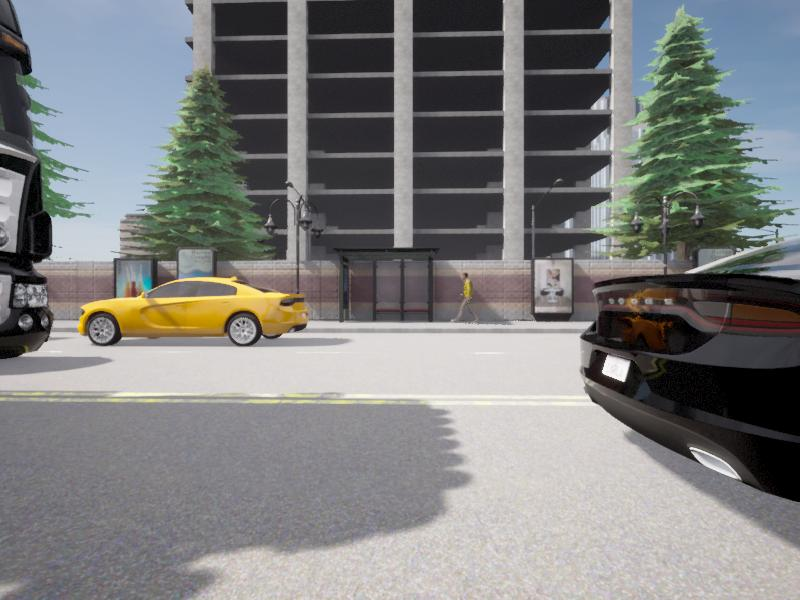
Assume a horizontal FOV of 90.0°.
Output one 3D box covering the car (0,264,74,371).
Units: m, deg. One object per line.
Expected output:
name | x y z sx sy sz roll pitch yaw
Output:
car | -8.035 0.245 5.980 4.892 1.490 1.837 0 0 2

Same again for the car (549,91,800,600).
car | 3.773 0.171 2.126 5.238 1.638 1.930 0 0 2

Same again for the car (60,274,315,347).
car | -4.699 0.223 9.380 5.008 1.535 1.882 0 0 2

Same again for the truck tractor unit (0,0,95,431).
truck tractor unit | -6.257 -1.116 2.426 6.516 4.208 3.053 0 0 2

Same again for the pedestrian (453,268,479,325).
pedestrian | 2.264 -0.115 13.718 0.751 1.860 0.751 0 0 20

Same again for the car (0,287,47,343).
car | -11.627 0.344 9.590 4.718 1.301 1.895 0 0 2
